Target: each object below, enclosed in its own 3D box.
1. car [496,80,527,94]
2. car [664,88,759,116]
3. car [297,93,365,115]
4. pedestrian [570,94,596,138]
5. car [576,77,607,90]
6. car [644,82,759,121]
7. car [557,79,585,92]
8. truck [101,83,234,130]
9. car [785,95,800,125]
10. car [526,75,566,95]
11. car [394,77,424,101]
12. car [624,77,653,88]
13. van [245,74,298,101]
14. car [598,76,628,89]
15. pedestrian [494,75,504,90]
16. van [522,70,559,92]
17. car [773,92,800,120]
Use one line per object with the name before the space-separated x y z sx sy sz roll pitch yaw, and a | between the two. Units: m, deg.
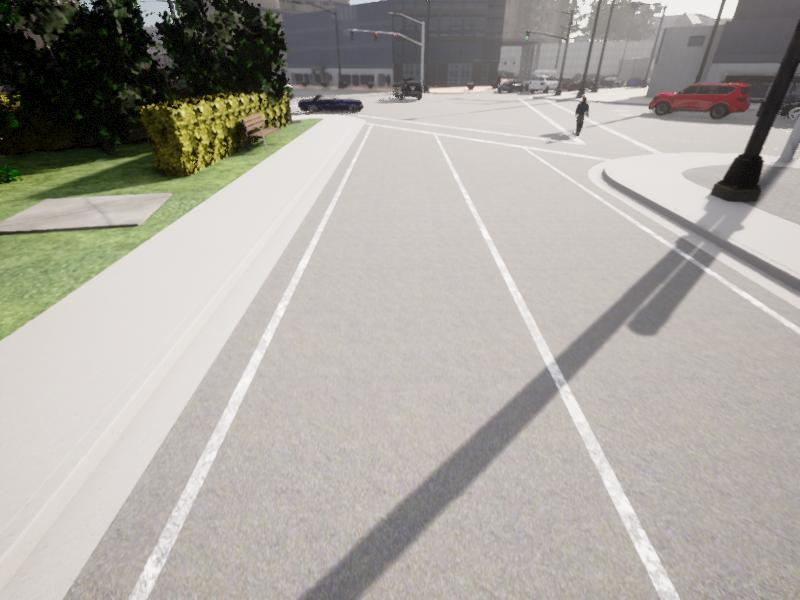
car | 14.623 -28.060 52.616 4.193 1.474 1.816 -26 39 -37
car | 22.635 -14.543 29.306 1.882 1.535 5.008 -26 39 -38
car | -4.980 -14.487 29.551 4.718 1.301 1.895 -3 30 -4
pedestrian | 8.763 -8.863 19.250 0.751 1.860 0.751 11 32 18
car | 28.963 -32.704 60.407 5.238 1.638 1.930 -26 39 -37
car | 20.159 -13.514 27.031 2.150 2.045 5.566 -26 39 -37
car | 24.116 -30.277 56.415 4.193 1.474 1.816 -26 39 -37
truck | -13.823 -11.875 24.272 6.274 2.098 2.390 -26 39 -37
car | 25.301 -10.680 22.677 1.812 1.442 4.674 -27 39 -37
car | 18.976 -28.001 51.949 5.566 2.045 2.150 -26 39 -37
car | 0.858 -22.527 42.631 2.150 2.045 5.566 -4 30 -8
car | 40.336 -36.866 67.703 4.193 1.474 1.816 -15 33 -24
van | -14.205 -23.509 44.086 2.351 2.431 6.366 -26 39 -37
car | 34.294 -35.012 64.360 5.238 1.638 1.930 -22 37 -33
pedestrian | 14.099 -31.018 56.954 0.751 1.860 0.751 -13 33 -21
van | 19.977 -31.153 56.859 5.915 2.561 1.988 -26 39 -37
car | 27.197 -12.234 25.316 1.837 1.490 4.892 -26 39 -38
